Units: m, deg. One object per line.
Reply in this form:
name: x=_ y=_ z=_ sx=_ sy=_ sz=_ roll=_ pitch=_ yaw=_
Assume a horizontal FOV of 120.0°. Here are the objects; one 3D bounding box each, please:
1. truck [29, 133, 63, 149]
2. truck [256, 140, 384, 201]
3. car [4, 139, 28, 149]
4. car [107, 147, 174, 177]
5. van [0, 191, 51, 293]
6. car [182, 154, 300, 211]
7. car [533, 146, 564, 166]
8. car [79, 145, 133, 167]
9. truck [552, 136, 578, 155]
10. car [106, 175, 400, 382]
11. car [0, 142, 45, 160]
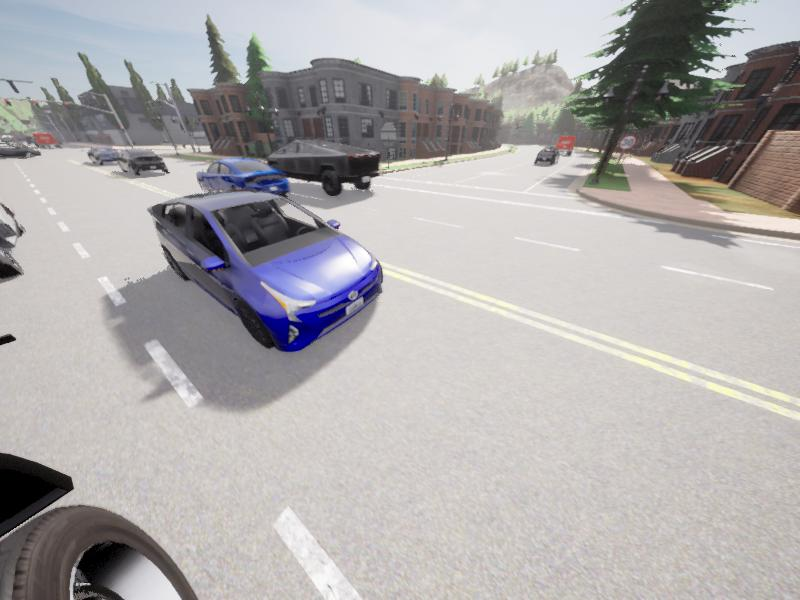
truck: x=-72.551 y=-32.595 z=47.303 sx=5.204 sy=2.467 sz=2.627 roll=22 pitch=41 yaw=28
truck: x=-4.037 y=-6.742 z=11.607 sx=6.274 sy=2.098 sz=2.390 roll=22 pitch=41 yaw=28
car: x=-74.514 y=-30.325 z=44.853 sx=3.633 sy=1.501 sz=1.845 roll=22 pitch=41 yaw=28
car: x=-18.690 y=-10.003 z=16.621 sx=4.892 sy=1.490 sz=1.837 roll=22 pitch=41 yaw=28
van: x=-9.963 y=-1.903 z=4.409 sx=6.366 sy=2.431 sz=2.351 roll=22 pitch=41 yaw=28
car: x=-6.824 y=-5.185 z=9.862 sx=5.008 sy=1.535 sz=1.882 roll=22 pitch=41 yaw=28
car: x=15.577 y=-15.137 z=24.161 sx=1.816 sy=1.474 sz=4.193 roll=24 pitch=41 yaw=29
car: x=-27.887 y=-13.713 z=21.883 sx=5.357 sy=1.411 sz=2.033 roll=22 pitch=41 yaw=28
truck: x=27.173 y=-25.468 z=38.048 sx=2.627 sy=2.467 sz=5.204 roll=19 pitch=39 yaw=24
car: x=-2.425 y=-0.928 z=3.874 sx=4.514 sy=1.525 sz=2.007 roll=22 pitch=41 yaw=28
car: x=-44.184 y=-16.727 z=25.890 sx=2.007 sy=1.525 sz=4.514 roll=24 pitch=41 yaw=29
